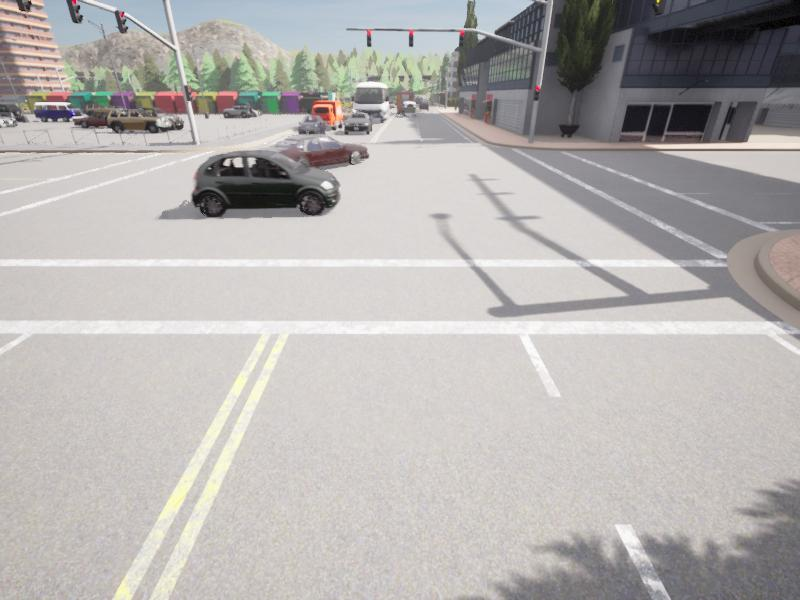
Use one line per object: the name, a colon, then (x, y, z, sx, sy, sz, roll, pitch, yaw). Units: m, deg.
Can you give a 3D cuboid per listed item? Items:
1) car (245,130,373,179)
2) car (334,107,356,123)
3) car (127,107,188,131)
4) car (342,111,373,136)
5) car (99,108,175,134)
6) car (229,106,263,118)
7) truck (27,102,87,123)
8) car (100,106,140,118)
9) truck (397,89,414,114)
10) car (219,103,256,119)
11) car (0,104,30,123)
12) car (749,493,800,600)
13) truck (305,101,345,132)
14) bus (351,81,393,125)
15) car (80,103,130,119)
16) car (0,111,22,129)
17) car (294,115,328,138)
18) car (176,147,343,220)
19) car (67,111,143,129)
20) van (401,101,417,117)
car: (-3.901, -6.739, 18.188, 2.033, 1.411, 5.357, 23, 35, 37)
car: (-6.644, -22.769, 49.162, 1.801, 1.575, 5.366, 1, 27, 1)
car: (-21.360, -16.009, 35.352, 3.866, 1.878, 1.905, 0, 27, 0)
car: (-3.564, -15.379, 34.743, 2.152, 1.651, 5.027, 0, 27, 0)
car: (-21.419, -14.688, 32.777, 4.605, 1.855, 1.932, 0, 27, 0)
car: (-21.345, -26.093, 55.488, 3.806, 1.475, 1.970, 0, 27, 0)
truck: (-38.839, -21.316, 45.461, 4.478, 2.038, 2.069, 0, 27, 0)
car: (-38.812, -26.127, 55.484, 3.905, 1.438, 1.784, 0, 27, 0)
truck: (1.049, -35.181, 70.838, 2.891, 3.827, 8.468, 1, 27, 1)
car: (-21.361, -24.982, 52.804, 3.866, 1.878, 1.905, 0, 27, 0)
car: (-45.219, -21.231, 45.508, 3.866, 1.878, 1.905, 0, 27, 0)
car: (3.500, 2.269, 0.697, 1.994, 1.385, 4.181, 0, 27, 0)
truck: (-6.973, -17.554, 38.046, 2.627, 2.467, 5.204, 1, 27, 1)
bus: (-3.055, -23.397, 47.460, 3.944, 4.253, 10.273, 1, 27, 1)
car: (-38.882, -24.990, 52.812, 4.605, 1.855, 1.932, 0, 27, 0)
car: (-38.822, -17.048, 37.895, 3.806, 1.475, 1.970, 0, 27, 0)
car: (-7.089, -14.029, 32.218, 1.845, 1.501, 3.633, 0, 27, 1)
car: (-3.742, -3.376, 11.415, 3.988, 1.617, 1.851, -1, 27, -3)
car: (-27.796, -17.049, 37.884, 5.357, 1.415, 2.033, 0, 27, 0)
van: (1.347, -29.249, 61.266, 2.069, 2.038, 4.480, -2, 28, -4)
